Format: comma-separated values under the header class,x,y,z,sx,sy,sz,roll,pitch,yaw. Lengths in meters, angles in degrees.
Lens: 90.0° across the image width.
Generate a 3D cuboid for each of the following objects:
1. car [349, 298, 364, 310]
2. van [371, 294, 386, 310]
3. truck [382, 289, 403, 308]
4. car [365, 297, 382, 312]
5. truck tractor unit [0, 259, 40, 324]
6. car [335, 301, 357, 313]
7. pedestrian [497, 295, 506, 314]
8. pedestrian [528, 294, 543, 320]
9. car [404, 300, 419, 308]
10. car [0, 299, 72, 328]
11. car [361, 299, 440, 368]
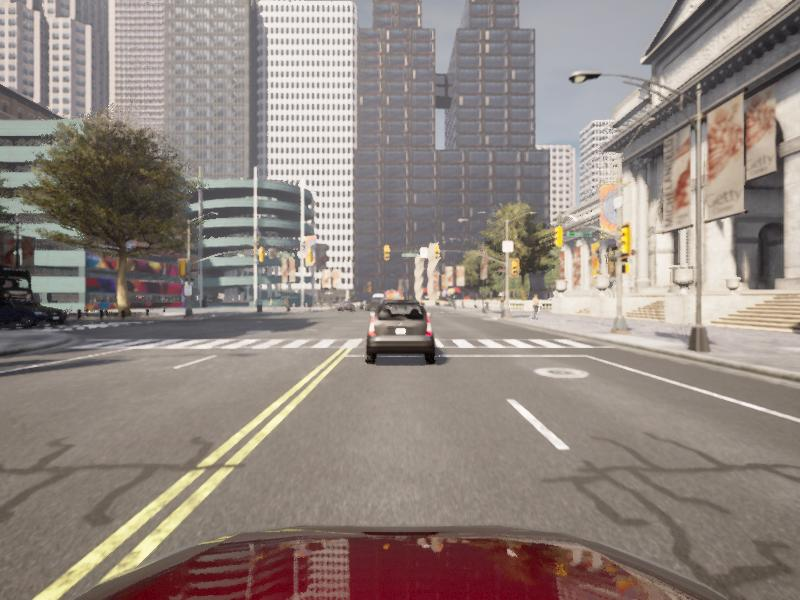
class,x,y,z,sx,sy,sz,roll,pitch,yaw
car,-6.888,0.617,63.318,1.932,1.855,4.605,0,0,0
van,-3.377,0.285,64.219,1.988,2.561,5.915,0,0,0
truck,-1.744,-0.369,86.441,2.891,3.827,8.468,0,0,-14
car,-3.389,0.617,52.080,1.905,1.878,3.866,0,0,0
truck tractor unit,-29.442,-0.540,27.615,6.516,4.208,3.053,0,0,1
car,-6.900,0.865,51.566,2.033,1.411,5.357,0,0,0
pedestrian,10.324,0.462,40.623,0.751,1.860,0.751,0,0,0
pedestrian,9.766,0.469,28.818,0.751,1.860,0.751,0,0,-9
car,2.364,0.789,84.187,2.128,1.511,4.902,0,0,-11
car,-22.667,0.766,23.503,5.027,1.651,2.152,0,0,1
car,0.020,0.782,11.411,1.851,1.617,3.988,0,0,0
